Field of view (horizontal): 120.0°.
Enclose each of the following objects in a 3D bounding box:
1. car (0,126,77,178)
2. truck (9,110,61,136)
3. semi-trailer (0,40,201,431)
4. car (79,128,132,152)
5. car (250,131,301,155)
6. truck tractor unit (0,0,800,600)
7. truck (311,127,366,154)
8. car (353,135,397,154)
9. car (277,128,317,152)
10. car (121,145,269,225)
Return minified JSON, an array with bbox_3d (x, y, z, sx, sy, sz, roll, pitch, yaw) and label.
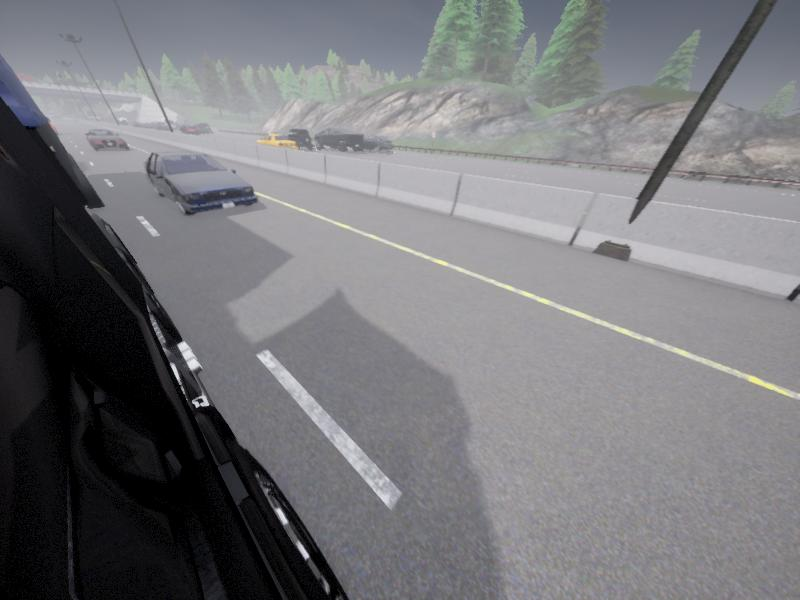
[{"bbox_3d":[-17.709,-7.151,10.977,4.856,1.649,2.033,28,43,30],"label":"car"},{"bbox_3d":[-47.688,-23.244,30.354,5.204,2.467,2.627,28,43,30],"label":"truck"},{"bbox_3d":[-8.710,-3.561,4.267,14.254,4.402,2.717,28,43,30],"label":"semi-trailer"},{"bbox_3d":[-24.132,-13.119,18.921,4.181,1.385,1.994,28,43,30],"label":"car"},{"bbox_3d":[-11.822,-14.862,21.831,5.366,1.575,1.801,28,43,30],"label":"car"},{"bbox_3d":[-2.645,-0.295,0.351,6.516,4.208,3.053,28,44,30],"label":"truck tractor unit"},{"bbox_3d":[-6.907,-17.908,25.821,6.274,2.098,2.390,28,43,30],"label":"truck"},{"bbox_3d":[-2.981,-18.312,27.097,4.902,1.511,2.128,28,43,30],"label":"car"},{"bbox_3d":[-11.131,-17.336,24.971,3.866,1.878,1.905,28,43,30],"label":"car"},{"bbox_3d":[-6.819,-4.028,7.574,5.357,1.411,2.033,28,43,30],"label":"car"}]
